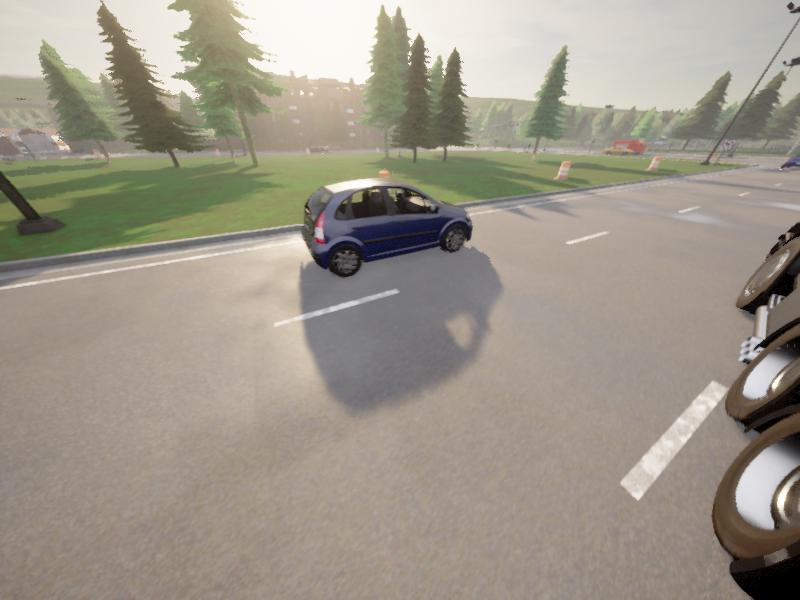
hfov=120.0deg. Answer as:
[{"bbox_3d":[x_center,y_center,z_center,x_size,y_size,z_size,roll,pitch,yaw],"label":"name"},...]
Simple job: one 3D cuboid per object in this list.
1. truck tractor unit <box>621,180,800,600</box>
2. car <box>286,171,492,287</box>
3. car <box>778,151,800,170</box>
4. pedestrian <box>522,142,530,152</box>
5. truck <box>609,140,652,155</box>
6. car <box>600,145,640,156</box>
[{"bbox_3d":[4.957,-0.432,0.967,6.516,4.208,3.053,-24,42,-30],"label":"truck tractor unit"},{"bbox_3d":[-0.196,-1.907,5.383,3.988,1.617,1.851,-17,38,-23],"label":"car"},{"bbox_3d":[41.023,-14.126,23.397,4.193,1.474,1.816,-17,38,-23],"label":"car"},{"bbox_3d":[28.129,-34.152,51.663,0.751,1.860,0.751,-12,36,-17],"label":"pedestrian"},{"bbox_3d":[46.771,-31.072,47.076,2.627,2.467,5.204,-16,38,-22],"label":"truck"},{"bbox_3d":[43.666,-29.794,45.993,1.801,1.575,5.366,-16,38,-22],"label":"car"}]
